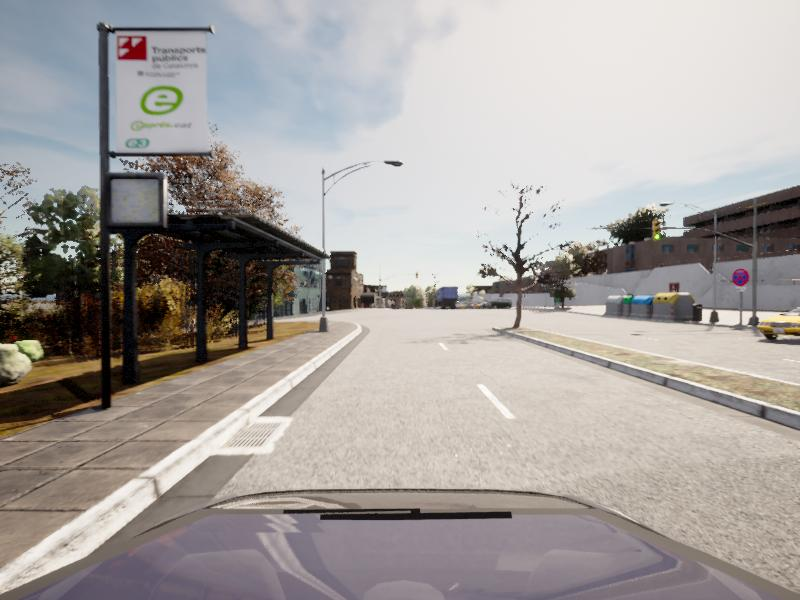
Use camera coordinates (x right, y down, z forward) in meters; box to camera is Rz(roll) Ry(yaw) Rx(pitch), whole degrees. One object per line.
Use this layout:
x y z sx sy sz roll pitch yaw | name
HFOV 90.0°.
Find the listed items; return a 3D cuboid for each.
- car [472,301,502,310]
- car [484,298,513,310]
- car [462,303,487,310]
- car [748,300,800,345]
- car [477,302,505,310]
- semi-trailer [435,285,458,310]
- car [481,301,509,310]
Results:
16.754 1.089 77.133 5.366 1.575 1.946 1 -1 -20 | car
16.818 0.645 68.230 4.442 1.987 1.878 1 -1 -20 | car
17.106 1.470 92.155 5.366 1.575 1.946 1 -2 -20 | car
16.730 0.849 15.920 5.366 1.575 1.946 1 0 -20 | car
16.929 1.062 74.219 4.674 1.452 2.002 1 -1 -20 | car
8.861 -0.344 77.605 2.717 4.402 14.254 0 -1 0 | semi-trailer
16.920 0.988 71.246 4.674 1.452 2.002 1 -2 -20 | car
